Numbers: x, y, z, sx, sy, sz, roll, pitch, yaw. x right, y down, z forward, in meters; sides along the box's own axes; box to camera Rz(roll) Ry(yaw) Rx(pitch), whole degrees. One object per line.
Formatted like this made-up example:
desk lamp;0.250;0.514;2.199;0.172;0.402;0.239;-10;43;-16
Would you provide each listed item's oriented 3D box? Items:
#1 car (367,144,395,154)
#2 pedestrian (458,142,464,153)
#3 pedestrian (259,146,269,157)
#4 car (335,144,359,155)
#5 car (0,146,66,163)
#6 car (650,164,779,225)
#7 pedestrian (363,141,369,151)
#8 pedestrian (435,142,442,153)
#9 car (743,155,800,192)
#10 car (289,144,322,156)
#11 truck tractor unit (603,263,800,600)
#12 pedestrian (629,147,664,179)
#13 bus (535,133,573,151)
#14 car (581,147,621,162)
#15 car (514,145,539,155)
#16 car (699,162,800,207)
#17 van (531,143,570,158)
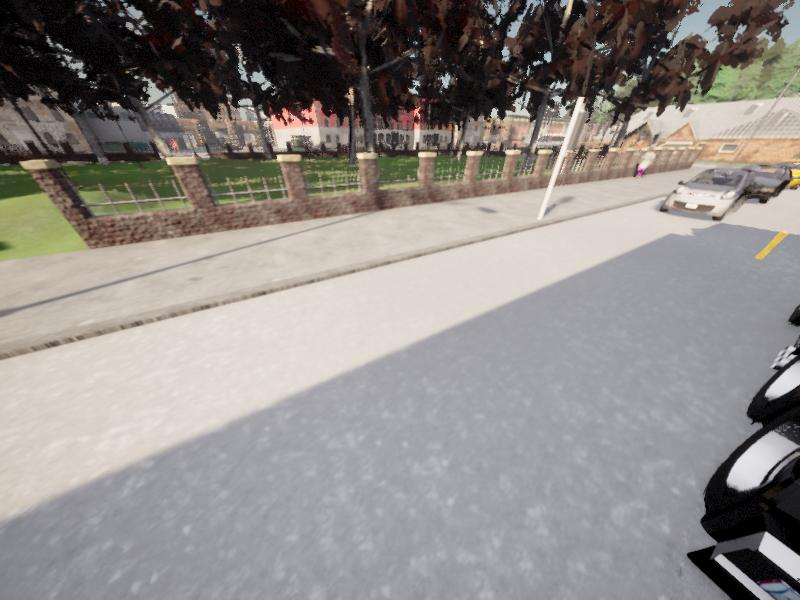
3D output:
car;-3.596;-28.820;44.161;4.892;1.490;1.837;-19;39;-25
pedestrian;12.366;-30.908;46.790;0.751;1.860;0.751;-4;35;-6
pedestrian;-18.976;-20.689;32.240;0.751;1.300;0.751;-18;39;-24
car;-9.427;-26.954;41.362;3.705;1.549;1.789;-18;39;-24
car;-41.536;-16.500;26.044;3.806;1.475;1.970;-18;39;-24
car;11.740;-4.083;8.679;3.633;1.501;1.845;-19;39;-26
pedestrian;-7.450;-33.804;50.749;0.751;1.860;0.751;-24;41;-30
pedestrian;7.429;-29.449;44.637;0.751;1.860;0.751;-17;38;-23
car;24.045;-7.935;14.309;5.366;1.575;1.801;-18;39;-24
car;-15.656;-24.923;38.397;4.514;1.525;2.007;-18;39;-24
truck tractor unit;5.108;-0.301;0.795;6.516;4.208;3.053;-18;39;-24
pedestrian;16.885;-9.407;15.884;0.751;1.860;0.751;-18;39;-25
bus;47.731;-48.964;71.657;10.273;4.253;3.944;-18;39;-24
car;28.208;-20.538;32.539;1.845;1.501;3.633;-18;39;-24
car;24.385;-28.909;44.551;1.845;1.501;3.633;-18;39;-24
car;17.609;-5.855;11.412;5.357;1.411;2.033;-18;39;-25
van;24.430;-24.512;37.778;2.069;2.038;4.480;-18;38;-24
